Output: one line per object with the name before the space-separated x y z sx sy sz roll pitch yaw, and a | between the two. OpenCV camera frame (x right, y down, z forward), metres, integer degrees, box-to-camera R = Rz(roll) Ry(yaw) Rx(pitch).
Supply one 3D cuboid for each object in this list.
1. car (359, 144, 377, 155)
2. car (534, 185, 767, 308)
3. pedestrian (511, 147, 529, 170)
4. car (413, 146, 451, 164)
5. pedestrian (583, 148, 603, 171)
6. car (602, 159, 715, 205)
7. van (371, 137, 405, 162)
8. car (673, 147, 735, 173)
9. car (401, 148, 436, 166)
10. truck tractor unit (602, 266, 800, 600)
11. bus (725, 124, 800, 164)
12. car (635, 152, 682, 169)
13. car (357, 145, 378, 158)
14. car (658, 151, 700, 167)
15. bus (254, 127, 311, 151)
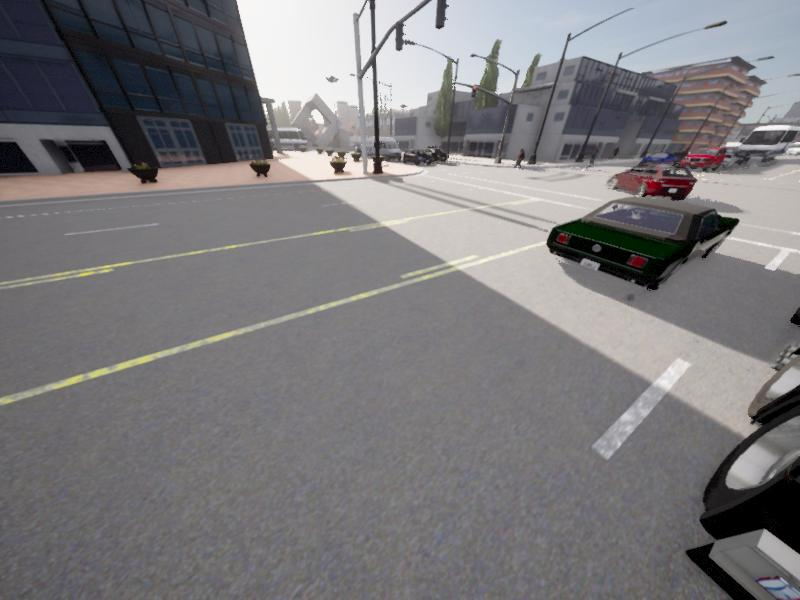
car | -6.220 -28.965 44.359 1.930 1.638 5.238 -13 37 -20
car | 5.534 -1.529 5.134 4.718 1.301 1.895 -18 39 -24
pedestrian | 11.678 -13.807 22.516 0.751 1.860 0.751 -3 35 -6
car | 3.872 -18.154 28.874 1.930 1.638 5.238 -17 38 -24
pedestrian | 18.757 -13.679 22.506 0.751 1.860 0.751 16 37 20
car | 12.752 -6.214 11.897 1.816 1.474 4.193 9 35 11
van | -1.743 -20.226 30.954 1.988 2.561 5.915 -17 38 -24
car | 31.791 -14.732 24.160 5.566 2.045 2.150 -18 39 -24
car | 1.924 -16.056 25.915 1.816 1.474 4.193 -17 38 -24
truck tractor unit | 5.115 -0.295 0.785 6.516 4.208 3.053 -18 39 -24
bus | 53.739 -22.797 33.743 10.273 4.253 3.944 -18 39 -24
car | 30.022 -16.257 26.790 5.008 1.535 1.882 -18 38 -25
car | -5.105 -23.130 35.987 1.845 1.501 3.633 -18 39 -25
car | 35.647 -18.030 29.486 4.892 1.490 1.837 -18 39 -24
bus | -26.861 -37.148 53.429 10.273 4.253 3.944 1 34 0
